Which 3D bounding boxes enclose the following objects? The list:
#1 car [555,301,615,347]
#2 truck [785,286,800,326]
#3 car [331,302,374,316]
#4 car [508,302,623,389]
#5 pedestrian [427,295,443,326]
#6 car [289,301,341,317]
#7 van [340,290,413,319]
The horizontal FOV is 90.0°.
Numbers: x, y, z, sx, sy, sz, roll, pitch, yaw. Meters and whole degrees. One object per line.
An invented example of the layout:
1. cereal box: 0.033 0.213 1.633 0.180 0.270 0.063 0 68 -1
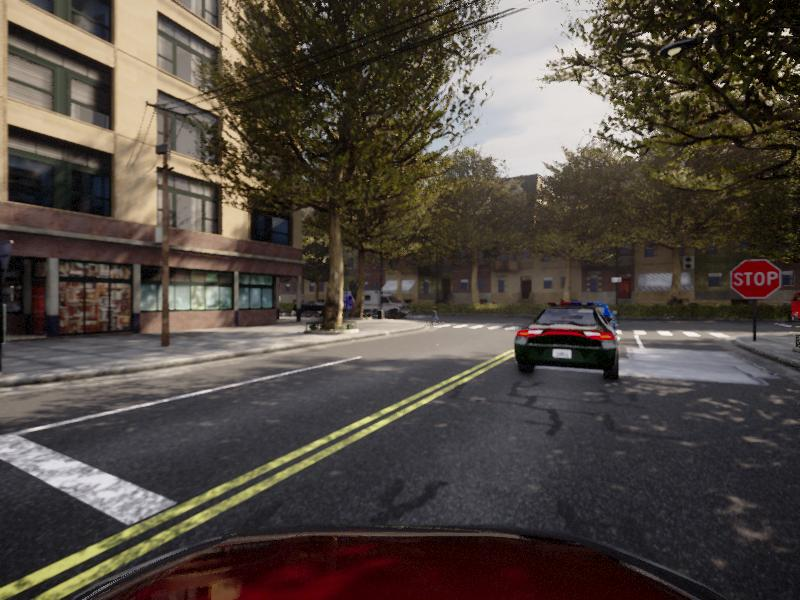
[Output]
1. car: 7.574 0.826 16.106 1.882 1.535 5.008 0 0 28
2. truck: 27.066 0.363 24.004 5.204 2.467 2.627 0 0 30
3. car: -4.994 0.910 42.049 4.181 1.385 1.994 0 0 29
4. car: 4.230 0.828 9.830 2.038 1.542 4.974 0 0 27
5. pedestrian: 2.128 0.640 24.532 0.751 1.860 0.751 0 0 26
6. car: -8.487 0.838 39.999 4.902 1.511 2.128 0 0 29
7. van: -2.212 0.381 36.467 6.366 2.431 2.351 0 0 29
